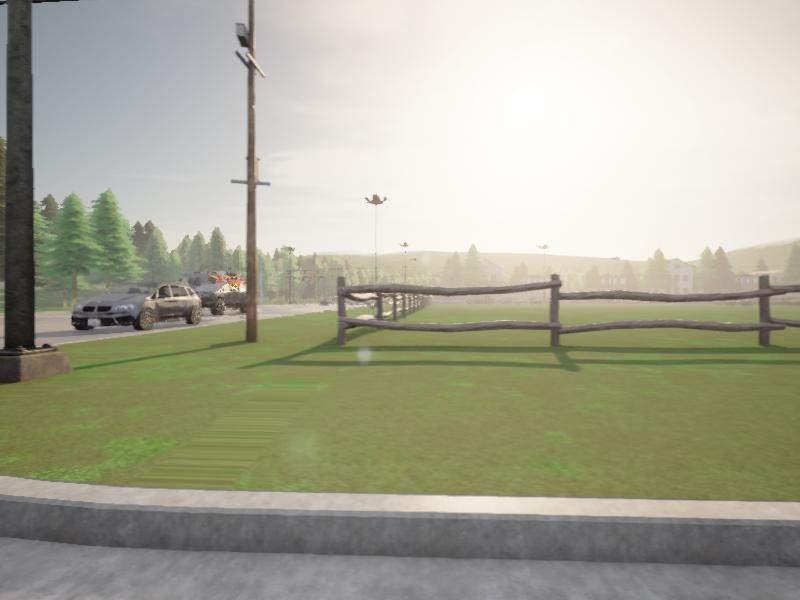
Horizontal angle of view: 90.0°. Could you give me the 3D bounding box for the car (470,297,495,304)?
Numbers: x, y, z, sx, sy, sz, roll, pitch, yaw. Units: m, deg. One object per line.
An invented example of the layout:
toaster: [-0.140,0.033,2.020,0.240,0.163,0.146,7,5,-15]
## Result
car: [18.094,0.138,88.024,5.238,1.638,1.930,0,0,3]

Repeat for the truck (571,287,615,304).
truck: [43.568,-0.973,90.339,8.468,3.827,2.891,0,0,3]

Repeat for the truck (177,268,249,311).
truck: [-18.281,-0.921,39.925,2.891,3.827,8.468,0,0,3]

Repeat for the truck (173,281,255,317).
truck: [-12.069,-0.058,26.634,2.390,2.098,6.274,0,0,1]

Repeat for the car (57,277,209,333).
car: [-9.080,0.157,14.237,2.242,1.667,4.611,0,0,2]

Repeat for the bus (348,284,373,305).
bus: [-8.562,-1.157,88.045,3.944,4.253,10.273,0,0,3]

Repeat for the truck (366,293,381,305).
truck: [-5.456,-0.263,82.851,2.627,2.467,5.204,0,0,3]
